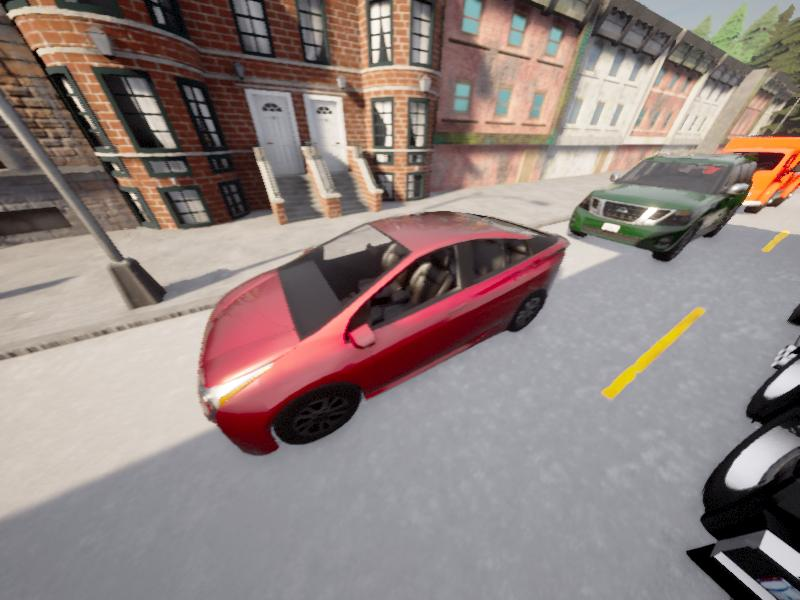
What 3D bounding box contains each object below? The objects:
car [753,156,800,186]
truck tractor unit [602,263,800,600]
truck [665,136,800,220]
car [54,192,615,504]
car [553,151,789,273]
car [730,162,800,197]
[{"bbox_3d":[27.243,-8.956,15.911,4.792,1.488,2.163,-18,39,-24],"label":"car"},{"bbox_3d":[5.115,-0.295,0.788,6.516,4.208,3.053,-18,39,-24],"label":"truck tractor unit"},{"bbox_3d":[14.595,-5.278,9.610,5.204,2.467,2.627,-18,39,-24],"label":"truck"},{"bbox_3d":[0.111,-0.200,2.973,4.514,1.525,2.007,-18,39,-24],"label":"car"},{"bbox_3d":[7.207,-2.722,6.223,5.566,2.045,2.150,-18,39,-25],"label":"car"},{"bbox_3d":[21.509,-7.022,13.227,4.718,1.301,1.895,-18,39,-25],"label":"car"}]
